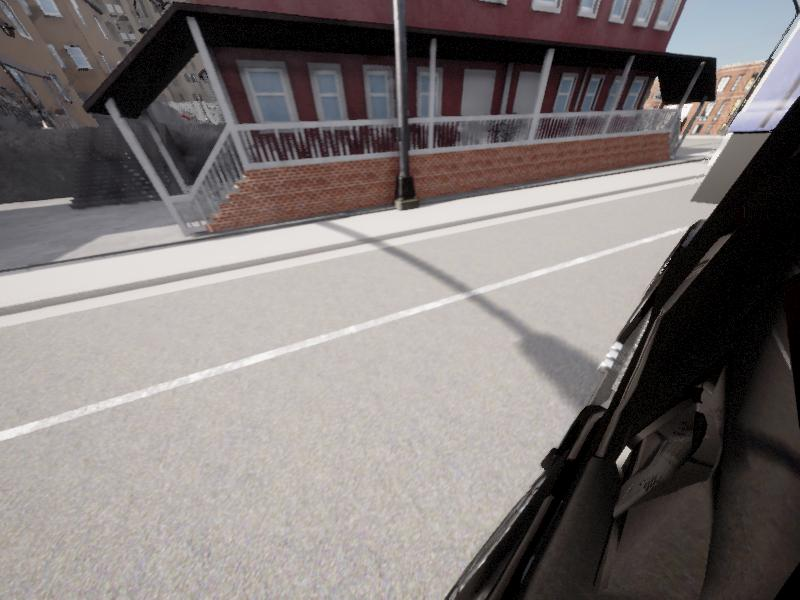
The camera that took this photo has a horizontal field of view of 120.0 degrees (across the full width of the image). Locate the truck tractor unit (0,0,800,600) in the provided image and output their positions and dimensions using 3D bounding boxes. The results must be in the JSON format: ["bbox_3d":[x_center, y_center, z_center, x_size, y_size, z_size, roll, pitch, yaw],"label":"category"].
[{"bbox_3d":[2.645,-0.295,0.352,6.516,4.208,3.053,-28,44,-30],"label":"truck tractor unit"}]

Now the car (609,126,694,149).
[{"bbox_3d":[23.791,-15.634,22.221,2.038,1.542,4.974,-16,38,-17],"label":"car"}]

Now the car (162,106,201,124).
[{"bbox_3d":[-36.529,-30.975,38.718,4.181,1.385,1.994,-5,34,-24],"label":"car"}]

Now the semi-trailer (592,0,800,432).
[{"bbox_3d":[9.117,-3.262,3.799,14.254,4.402,2.717,-23,40,-25],"label":"semi-trailer"}]
